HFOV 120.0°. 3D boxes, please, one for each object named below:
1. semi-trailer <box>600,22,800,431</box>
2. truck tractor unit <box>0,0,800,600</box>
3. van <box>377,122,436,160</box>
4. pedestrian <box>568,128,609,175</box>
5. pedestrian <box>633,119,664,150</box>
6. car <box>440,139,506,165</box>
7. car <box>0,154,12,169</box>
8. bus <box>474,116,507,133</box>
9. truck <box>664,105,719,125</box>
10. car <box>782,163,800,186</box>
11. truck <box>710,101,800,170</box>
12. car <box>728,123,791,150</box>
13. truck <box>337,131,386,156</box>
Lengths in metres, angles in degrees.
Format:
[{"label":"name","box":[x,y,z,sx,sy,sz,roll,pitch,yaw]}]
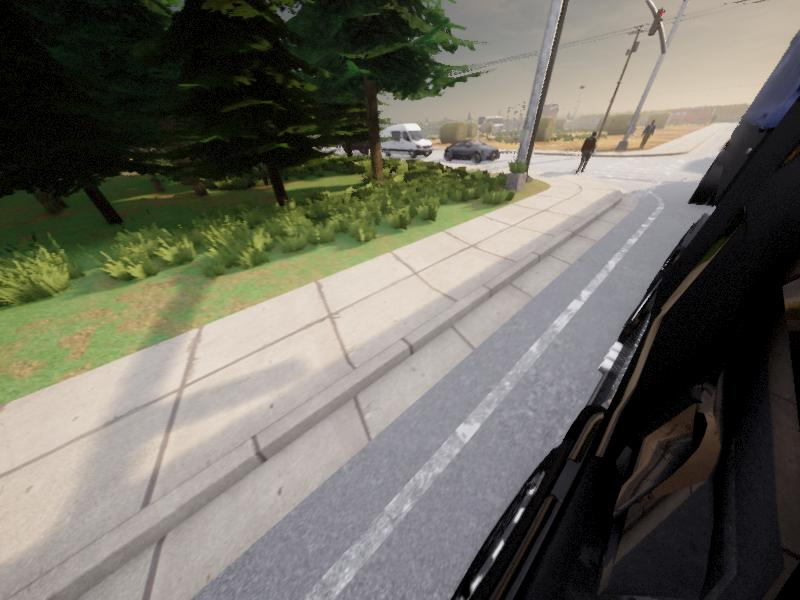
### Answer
[{"label":"semi-trailer","box":[8.604,-3.658,4.332,14.254,4.402,2.717,-29,44,-31]},{"label":"truck tractor unit","box":[2.645,-0.295,0.351,6.516,4.208,3.053,-28,44,-30]},{"label":"van","box":[0.481,-14.897,21.650,1.988,2.561,5.915,-28,43,-30]},{"label":"pedestrian","box":[9.111,-7.205,11.235,0.751,1.860,0.751,-28,43,-30]},{"label":"pedestrian","box":[18.577,-12.412,17.334,0.751,1.860,0.751,17,41,25]},{"label":"car","box":[5.286,-11.151,17.263,1.994,1.385,4.181,-28,43,-30]},{"label":"car","box":[-55.486,-17.788,29.974,4.856,1.649,2.033,-27,43,-29]},{"label":"bus","box":[29.700,-57.625,75.823,10.273,4.253,3.944,-26,42,-28]},{"label":"truck","box":[80.554,-51.126,64.115,2.891,3.827,8.468,-28,43,-30]},{"label":"car","box":[16.513,-4.135,6.946,4.902,1.511,2.128,5,40,10]},{"label":"truck","box":[19.041,-8.535,11.860,5.204,2.467,2.627,-29,44,-30]},{"label":"car","box":[26.608,-12.216,17.238,4.181,1.385,1.994,-29,44,-31]},{"label":"truck","box":[-4.526,-18.180,26.776,2.390,2.098,6.274,-28,43,-30]}]
